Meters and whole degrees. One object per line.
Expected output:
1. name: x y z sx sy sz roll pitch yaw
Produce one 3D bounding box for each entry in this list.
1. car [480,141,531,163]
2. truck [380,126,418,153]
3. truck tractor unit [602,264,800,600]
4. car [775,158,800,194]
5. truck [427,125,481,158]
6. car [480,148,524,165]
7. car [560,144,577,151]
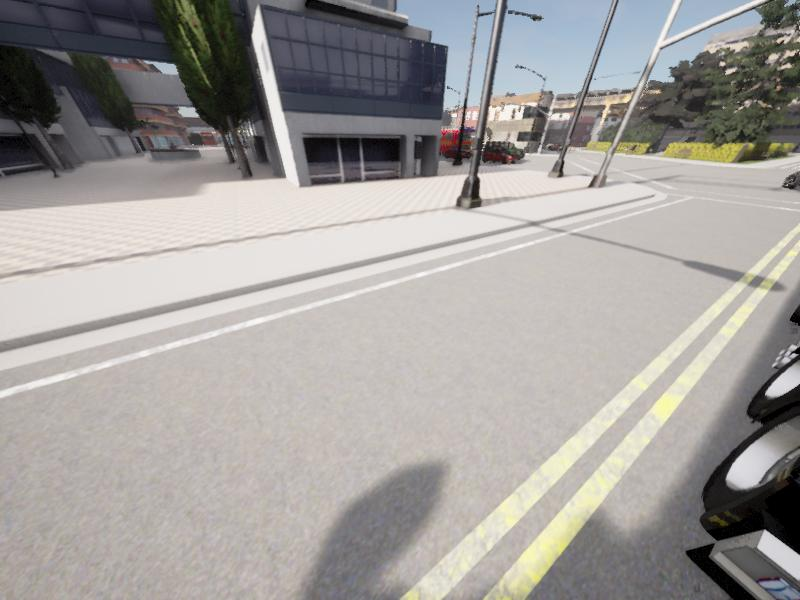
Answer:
1. car: 13.337 -19.127 29.720 2.150 2.045 5.566 -18 39 -25
2. truck: -0.392 -29.537 42.391 2.891 3.827 8.468 -18 40 -25
3. truck tractor unit: 5.109 -0.302 0.781 6.516 4.208 3.053 -18 39 -24
4. car: 22.752 -6.246 11.755 2.242 1.667 4.611 24 41 29
5. truck: 8.131 -25.072 36.471 2.891 3.827 8.468 -18 40 -25
6. car: 11.616 -16.568 26.551 1.816 1.474 4.193 -18 39 -24
7. car: 44.344 -40.233 60.840 1.801 1.575 5.366 9 36 12
